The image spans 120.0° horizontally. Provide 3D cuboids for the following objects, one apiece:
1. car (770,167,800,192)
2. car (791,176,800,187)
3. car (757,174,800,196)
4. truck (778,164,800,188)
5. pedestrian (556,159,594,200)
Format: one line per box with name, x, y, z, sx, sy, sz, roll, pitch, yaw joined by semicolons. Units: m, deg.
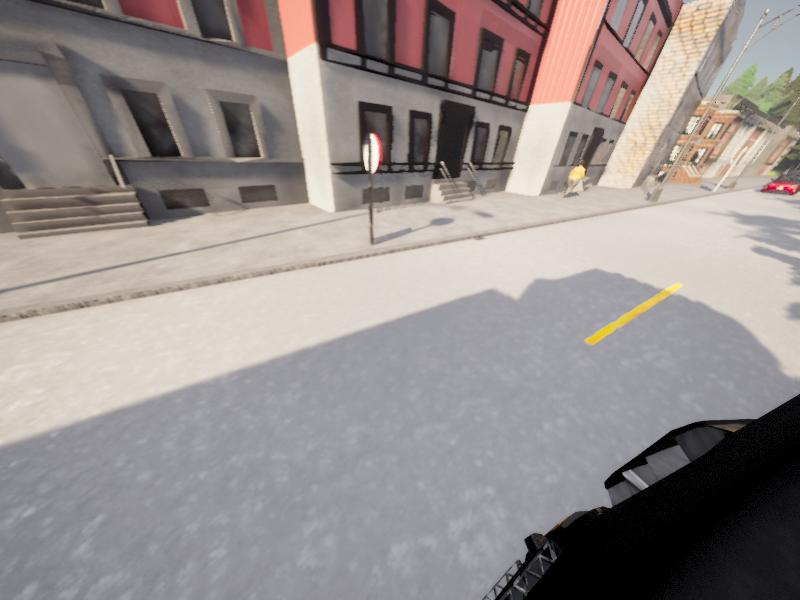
car;42.944;-12.982;24.862;5.566;2.045;2.150;-16;38;-26
car;58.075;-16.779;32.786;4.718;1.301;1.895;-16;38;-26
car;35.842;-10.742;21.426;4.514;1.525;2.007;-16;38;-26
truck;50.336;-15.246;28.442;5.204;2.467;2.627;-16;38;-26
pedestrian;9.521;-6.578;12.618;0.751;1.860;0.751;-15;38;-25
